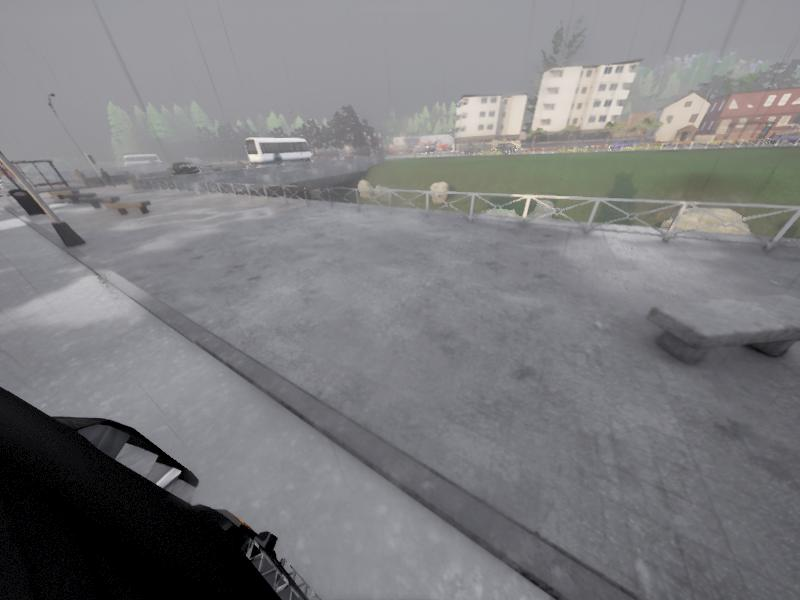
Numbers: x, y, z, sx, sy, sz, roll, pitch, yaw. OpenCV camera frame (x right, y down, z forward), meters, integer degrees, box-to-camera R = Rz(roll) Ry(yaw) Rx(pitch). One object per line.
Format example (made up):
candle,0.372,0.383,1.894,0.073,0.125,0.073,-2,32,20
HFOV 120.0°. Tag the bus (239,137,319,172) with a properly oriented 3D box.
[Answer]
bus,-19.031,-23.711,37.553,3.944,4.253,10.273,17,38,27

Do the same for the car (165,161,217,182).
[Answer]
car,-25.502,-15.849,28.350,1.905,1.878,3.866,15,38,25

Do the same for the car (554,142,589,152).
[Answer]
car,33.690,-30.206,45.590,5.357,1.411,2.033,16,38,27

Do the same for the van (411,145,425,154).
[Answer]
van,6.270,-51.743,79.473,2.351,2.431,6.366,16,38,26

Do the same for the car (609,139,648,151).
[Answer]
car,38.656,-26.306,39.210,4.193,1.474,1.816,16,38,27

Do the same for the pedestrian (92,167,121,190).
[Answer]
pedestrian,-28.367,-11.737,22.354,0.751,1.860,0.751,9,35,17

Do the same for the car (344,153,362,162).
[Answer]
car,-10.136,-30.990,50.264,1.789,1.549,3.705,16,38,27

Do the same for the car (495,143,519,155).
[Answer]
car,22.049,-31.195,47.599,3.866,1.878,1.905,16,38,26

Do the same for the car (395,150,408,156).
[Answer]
car,0.588,-45.685,71.813,1.895,1.301,4.718,16,38,26

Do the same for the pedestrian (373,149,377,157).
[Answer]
pedestrian,-7.234,-42.590,67.049,0.751,1.860,0.751,22,41,33

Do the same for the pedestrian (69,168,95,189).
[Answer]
pedestrian,-33.829,-12.936,24.618,0.751,1.860,0.751,-30,42,-34

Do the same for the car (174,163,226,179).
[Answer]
car,-27.676,-18.012,32.141,2.128,1.511,4.902,17,38,27

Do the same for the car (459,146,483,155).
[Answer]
car,16.580,-35.103,54.321,4.892,1.490,1.837,17,38,27

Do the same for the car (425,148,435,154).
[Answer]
car,10.163,-50.813,78.532,1.789,1.549,3.705,16,38,26

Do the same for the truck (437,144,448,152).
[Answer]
truck,17.565,-62.812,95.236,2.627,2.467,5.204,16,38,26

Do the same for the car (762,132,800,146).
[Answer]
car,53.972,-21.909,31.287,4.792,1.488,2.163,16,38,27

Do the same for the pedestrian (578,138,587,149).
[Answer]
pedestrian,37.931,-32.514,48.072,0.751,1.860,0.751,10,36,19
